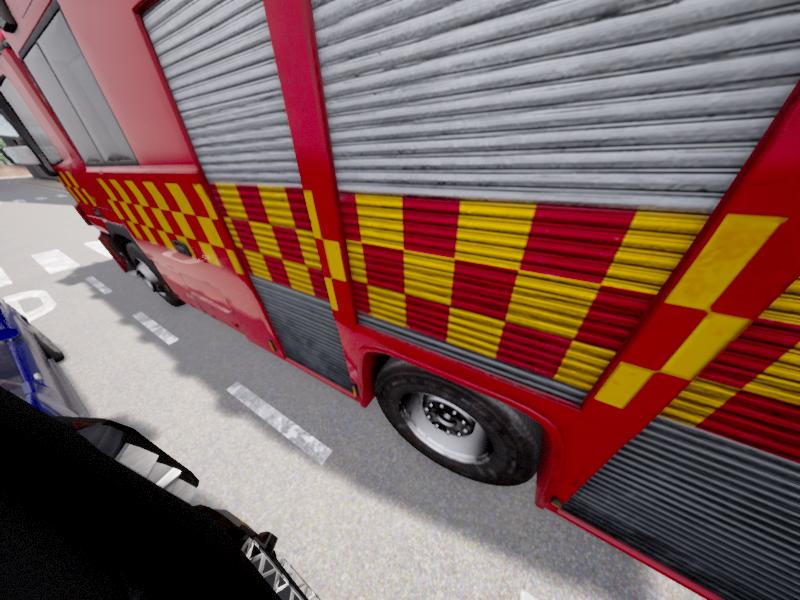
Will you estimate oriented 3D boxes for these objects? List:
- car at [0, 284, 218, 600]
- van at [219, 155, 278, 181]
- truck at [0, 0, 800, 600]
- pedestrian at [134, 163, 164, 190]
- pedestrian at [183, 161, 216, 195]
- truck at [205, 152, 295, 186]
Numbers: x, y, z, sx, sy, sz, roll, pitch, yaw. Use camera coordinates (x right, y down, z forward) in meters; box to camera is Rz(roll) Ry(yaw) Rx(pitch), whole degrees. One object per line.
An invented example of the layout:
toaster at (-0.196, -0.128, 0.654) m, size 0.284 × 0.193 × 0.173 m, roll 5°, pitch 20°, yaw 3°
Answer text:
car at (-3.697, 1.050, 1.474) m, size 4.718 × 1.301 × 1.895 m, roll 16°, pitch 38°, yaw 26°
van at (-15.600, -13.873, 24.120) m, size 1.775 × 1.987 × 4.442 m, roll 16°, pitch 38°, yaw 26°
truck at (-1.188, -1.510, 2.849) m, size 8.468 × 3.827 × 2.891 m, roll 16°, pitch 38°, yaw 26°
pedestrian at (-20.591, -10.144, 18.964) m, size 0.751 × 1.860 × 0.751 m, roll 16°, pitch 38°, yaw 26°
pedestrian at (-13.163, -8.041, 15.228) m, size 0.751 × 1.860 × 0.751 m, roll 16°, pitch 38°, yaw 26°
truck at (-13.431, -12.210, 21.348) m, size 2.390 × 2.098 × 6.274 m, roll 16°, pitch 38°, yaw 26°
